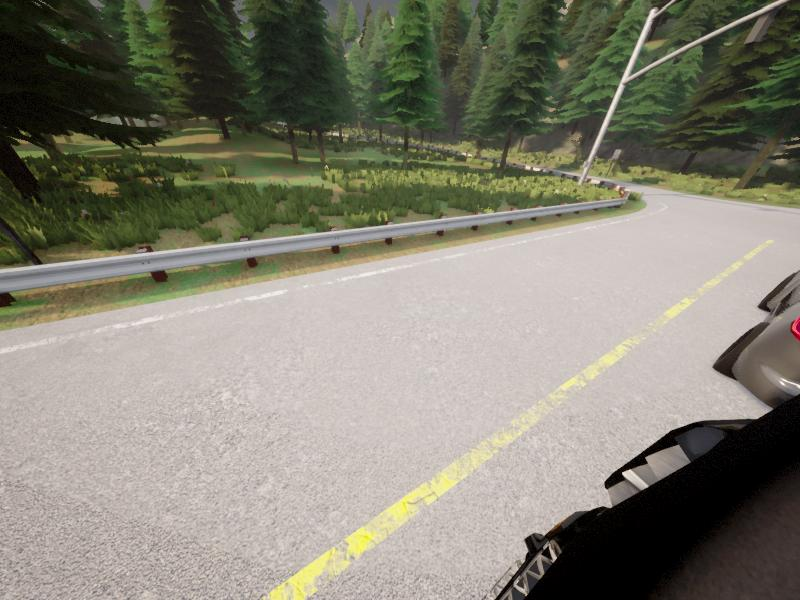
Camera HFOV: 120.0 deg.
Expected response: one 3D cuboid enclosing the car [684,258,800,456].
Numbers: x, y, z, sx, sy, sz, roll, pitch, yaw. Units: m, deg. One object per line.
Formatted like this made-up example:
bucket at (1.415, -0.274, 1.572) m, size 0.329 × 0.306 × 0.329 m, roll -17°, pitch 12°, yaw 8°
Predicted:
car at (5.832, 0.331, 2.379) m, size 4.611 × 1.667 × 2.242 m, roll -16°, pitch 38°, yaw -26°
